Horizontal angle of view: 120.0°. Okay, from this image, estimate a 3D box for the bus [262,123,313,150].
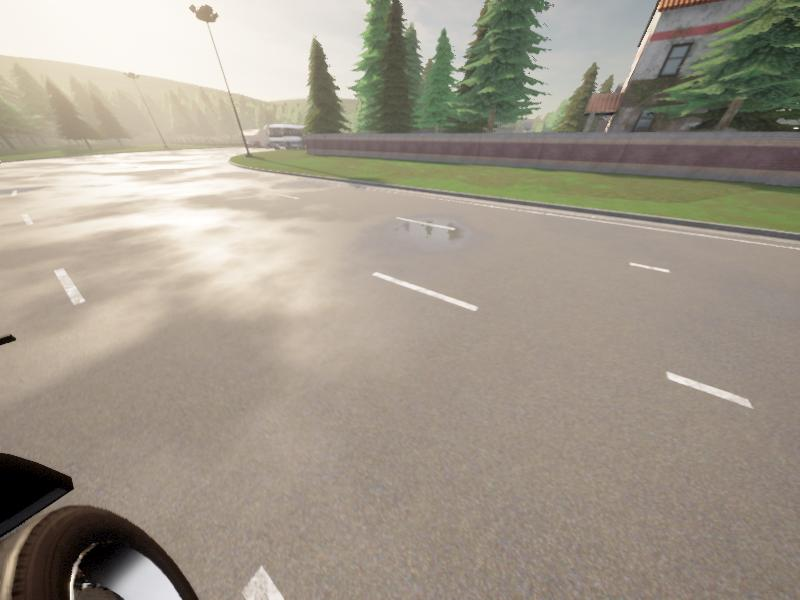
[{"bbox_3d":[-23.386,-34.658,49.183,3.944,4.253,10.273,7,36,9],"label":"bus"}]

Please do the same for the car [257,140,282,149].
[{"bbox_3d":[-29.796,-35.652,52.811,2.033,1.649,4.856,9,36,12],"label":"car"}]

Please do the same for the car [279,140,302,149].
[{"bbox_3d":[-25.673,-36.578,54.246,1.801,1.575,5.366,9,36,12],"label":"car"}]

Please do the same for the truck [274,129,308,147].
[{"bbox_3d":[-31.042,-46.495,66.283,2.891,3.827,8.468,14,38,19],"label":"truck"}]

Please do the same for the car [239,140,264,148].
[{"bbox_3d":[-35.951,-37.855,56.033,2.163,1.488,4.792,9,36,12],"label":"car"}]

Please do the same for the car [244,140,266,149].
[{"bbox_3d":[-33.291,-35.883,53.251,1.816,1.474,4.193,9,36,12],"label":"car"}]
